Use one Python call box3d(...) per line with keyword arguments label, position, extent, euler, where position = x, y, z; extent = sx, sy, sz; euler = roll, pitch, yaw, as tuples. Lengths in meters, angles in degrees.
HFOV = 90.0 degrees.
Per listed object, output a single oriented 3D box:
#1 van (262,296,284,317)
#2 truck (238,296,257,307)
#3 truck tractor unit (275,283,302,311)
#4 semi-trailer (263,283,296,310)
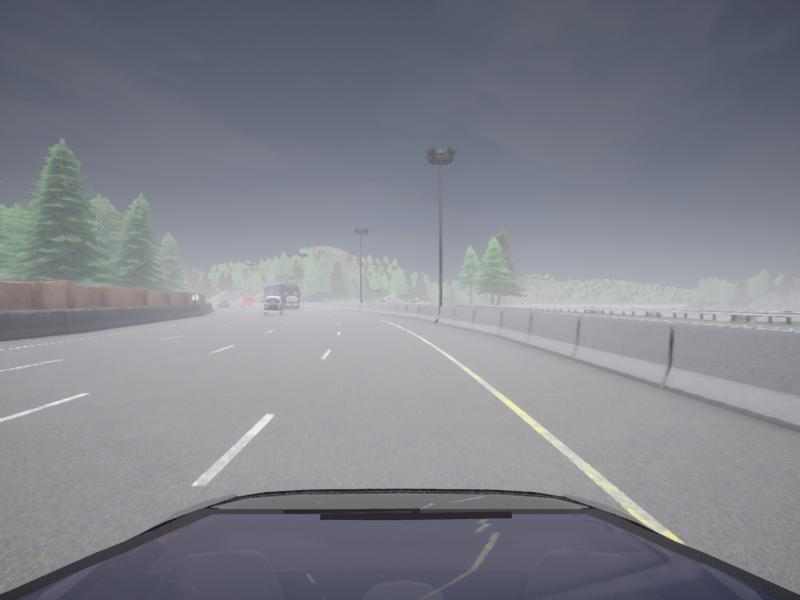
box3d(label="van", position=(-13.153, 0.606, 41.629), extent=(2.069, 2.038, 4.480), euler=(1, 1, -16))
box3d(label="truck", position=(-35.332, 0.456, 92.398), extent=(2.627, 2.467, 5.204), euler=(1, -1, -38))
box3d(label="truck tractor unit", position=(-17.783, -0.464, 63.602), extent=(3.053, 4.208, 6.516), euler=(0, 0, -25))
box3d(label="semi-trailer", position=(-21.469, -0.554, 70.608), extent=(2.717, 4.402, 14.254), euler=(0, 0, -29))
